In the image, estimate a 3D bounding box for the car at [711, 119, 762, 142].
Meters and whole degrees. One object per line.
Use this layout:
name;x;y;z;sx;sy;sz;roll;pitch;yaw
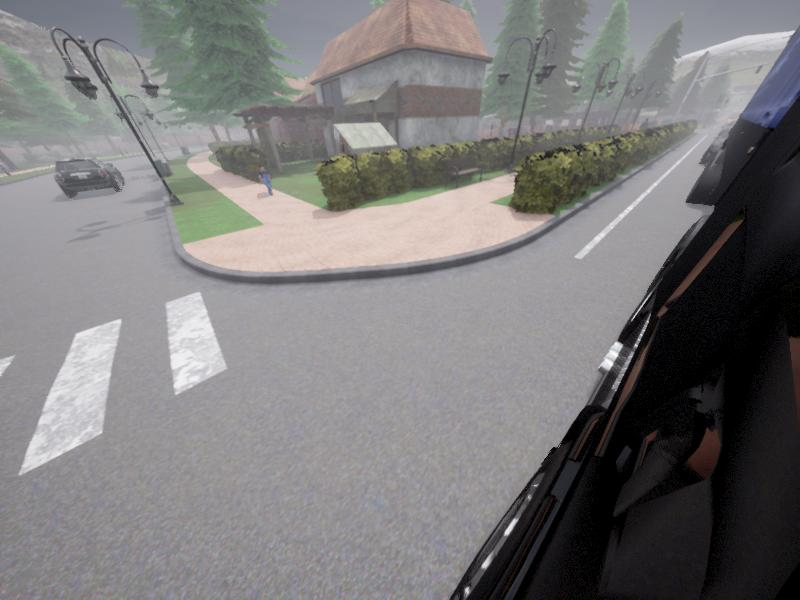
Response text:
car;31.548;-15.970;21.746;4.902;1.511;2.128;-30;44;-31

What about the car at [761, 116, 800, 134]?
car;43.164;-19.751;26.087;4.892;1.490;1.837;-30;45;-32

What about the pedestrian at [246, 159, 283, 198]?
pedestrian;-5.700;-5.124;9.746;0.751;1.300;0.751;28;46;34

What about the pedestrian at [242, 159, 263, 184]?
pedestrian;-8.003;-6.978;12.540;0.500;1.100;0.500;-31;45;-33

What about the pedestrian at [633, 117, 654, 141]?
pedestrian;24.434;-17.165;23.210;0.751;1.860;0.751;30;47;36

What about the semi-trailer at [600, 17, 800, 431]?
semi-trailer;8.578;-3.685;4.343;14.254;4.402;2.717;-30;44;-31

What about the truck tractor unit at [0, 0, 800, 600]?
truck tractor unit;2.645;-0.295;0.352;6.516;4.208;3.053;-28;44;-30

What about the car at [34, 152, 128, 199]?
car;-17.956;-7.325;13.349;2.097;1.767;4.553;-29;44;-31

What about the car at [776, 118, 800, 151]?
car;27.298;-10.808;14.980;4.611;1.667;2.242;-30;44;-31

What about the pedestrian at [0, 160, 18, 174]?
pedestrian;-37.530;-12.671;22.026;0.500;1.100;0.500;-27;43;-29

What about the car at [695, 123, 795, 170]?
car;17.526;-8.054;11.954;4.856;1.649;2.033;-29;44;-31
